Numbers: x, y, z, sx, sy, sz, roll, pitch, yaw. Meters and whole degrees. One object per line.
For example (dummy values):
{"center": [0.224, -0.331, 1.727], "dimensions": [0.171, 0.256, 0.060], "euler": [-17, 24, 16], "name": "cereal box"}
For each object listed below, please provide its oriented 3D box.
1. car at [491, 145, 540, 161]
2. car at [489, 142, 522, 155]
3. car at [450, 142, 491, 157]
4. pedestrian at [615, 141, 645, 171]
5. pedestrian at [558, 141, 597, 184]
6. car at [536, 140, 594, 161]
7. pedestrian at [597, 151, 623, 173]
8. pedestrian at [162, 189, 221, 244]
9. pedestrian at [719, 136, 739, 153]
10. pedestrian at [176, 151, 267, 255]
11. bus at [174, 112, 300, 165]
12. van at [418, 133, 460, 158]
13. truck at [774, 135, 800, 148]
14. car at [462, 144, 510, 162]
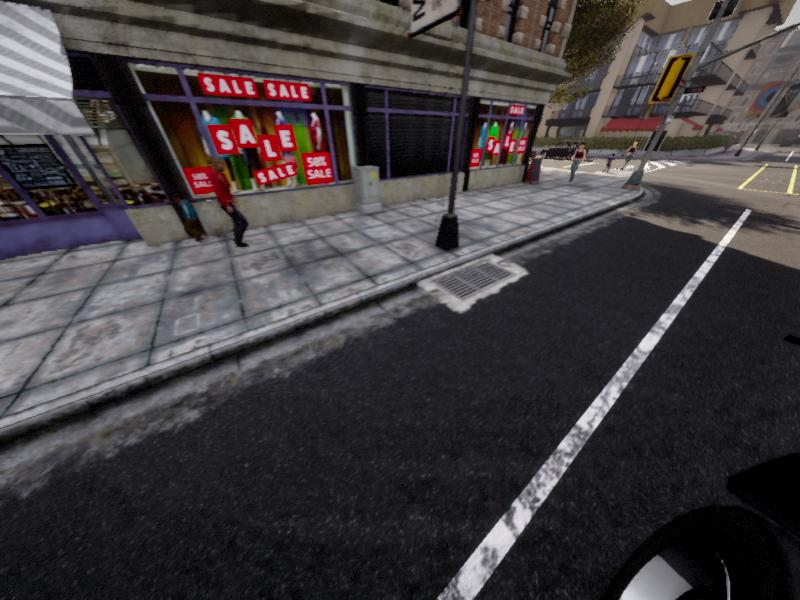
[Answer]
{"center": [13.480, -17.398, 27.265], "dimensions": [1.895, 1.301, 4.718], "euler": [-22, 41, -28], "name": "car"}
{"center": [15.693, -22.668, 34.543], "dimensions": [1.970, 1.475, 3.806], "euler": [-22, 41, -28], "name": "car"}
{"center": [9.491, -20.745, 31.793], "dimensions": [1.801, 1.575, 5.366], "euler": [-22, 41, -28], "name": "car"}
{"center": [17.522, -11.007, 17.649], "dimensions": [0.751, 1.860, 0.751], "euler": [-18, 39, -23], "name": "pedestrian"}
{"center": [9.085, -7.066, 11.892], "dimensions": [0.751, 1.860, 0.751], "euler": [-21, 40, -26], "name": "pedestrian"}
{"center": [18.536, -17.030, 26.191], "dimensions": [1.932, 1.855, 4.605], "euler": [-23, 41, -28], "name": "car"}
{"center": [15.178, -10.005, 16.740], "dimensions": [0.751, 1.300, 0.751], "euler": [-19, 39, -25], "name": "pedestrian"}
{"center": [-4.875, -1.968, 5.473], "dimensions": [0.500, 1.100, 0.500], "euler": [-8, 36, -11], "name": "pedestrian"}
{"center": [44.919, -21.198, 31.538], "dimensions": [0.751, 1.860, 0.751], "euler": [-23, 41, -28], "name": "pedestrian"}
{"center": [-3.571, -2.003, 4.852], "dimensions": [0.751, 1.860, 0.751], "euler": [-11, 37, -15], "name": "pedestrian"}
{"center": [-17.726, -18.269, 26.244], "dimensions": [10.273, 4.253, 3.944], "euler": [-22, 41, -28], "name": "bus"}
{"center": [5.133, -21.168, 31.606], "dimensions": [1.988, 2.561, 5.915], "euler": [-22, 41, -28], "name": "van"}
{"center": [80.482, -31.370, 45.680], "dimensions": [2.390, 2.098, 6.274], "euler": [-12, 37, -16], "name": "truck"}
{"center": [9.714, -17.035, 26.616], "dimensions": [1.837, 1.490, 4.892], "euler": [-22, 41, -28], "name": "car"}
